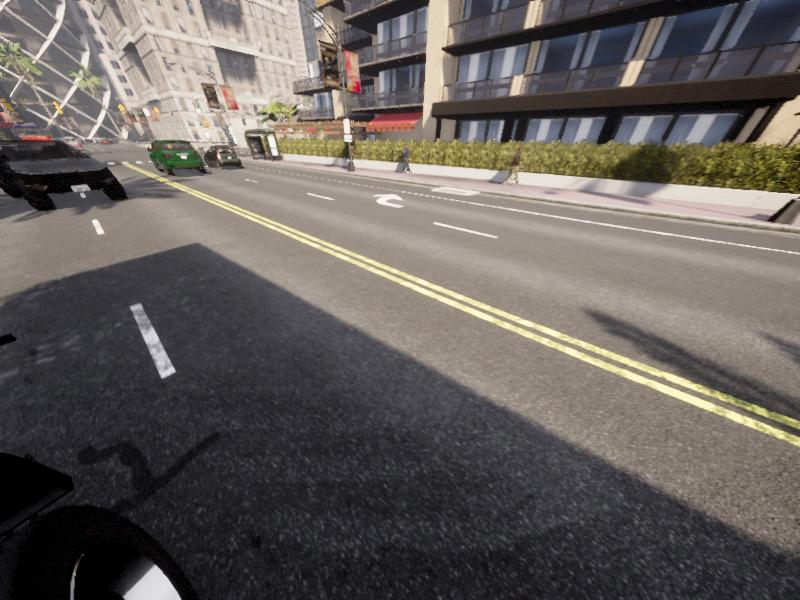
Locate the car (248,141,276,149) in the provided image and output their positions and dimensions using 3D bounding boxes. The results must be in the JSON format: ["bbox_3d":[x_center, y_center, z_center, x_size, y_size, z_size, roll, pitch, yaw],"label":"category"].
[{"bbox_3d":[-31.603,-35.529,52.941,1.882,1.535,5.008,25,42,31],"label":"car"}]

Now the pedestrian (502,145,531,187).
[{"bbox_3d":[6.125,-7.086,12.224,0.751,1.860,0.751,24,41,30],"label":"pedestrian"}]

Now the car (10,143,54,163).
[{"bbox_3d":[-37.543,-15.108,23.664,3.705,1.549,1.789,26,42,31],"label":"car"}]

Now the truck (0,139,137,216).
[{"bbox_3d":[-14.239,-5.192,9.343,6.274,2.098,2.390,18,39,23],"label":"truck"}]

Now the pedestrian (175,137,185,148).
[{"bbox_3d":[-49.510,-35.415,51.947,0.751,1.860,0.751,24,41,30],"label":"pedestrian"}]

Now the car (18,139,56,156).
[{"bbox_3d":[-50.084,-21.189,31.979,4.553,1.767,2.097,26,42,31],"label":"car"}]

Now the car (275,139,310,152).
[{"bbox_3d":[-20.572,-29.793,44.451,2.150,2.045,5.566,25,42,30],"label":"car"}]

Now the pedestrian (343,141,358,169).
[{"bbox_3d":[-4.047,-11.906,18.973,0.751,1.860,0.751,-28,44,-35],"label":"pedestrian"}]

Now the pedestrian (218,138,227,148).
[{"bbox_3d":[-40.066,-35.435,52.103,0.751,1.860,0.751,15,38,20],"label":"pedestrian"}]

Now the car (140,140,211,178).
[{"bbox_3d":[-16.360,-10.389,16.778,5.566,2.045,2.150,26,42,32],"label":"car"}]

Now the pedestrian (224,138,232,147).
[{"bbox_3d":[-40.952,-37.574,55.148,0.751,1.860,0.751,23,41,29],"label":"pedestrian"}]

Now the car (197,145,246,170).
[{"bbox_3d":[-15.572,-12.441,20.109,3.988,1.617,1.851,25,42,31],"label":"car"}]

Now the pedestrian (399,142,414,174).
[{"bbox_3d":[0.449,-9.929,16.209,0.751,1.860,0.751,24,41,30],"label":"pedestrian"}]

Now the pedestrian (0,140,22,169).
[{"bbox_3d":[-31.676,-11.556,18.365,0.751,1.860,0.751,-24,42,-31],"label":"pedestrian"}]

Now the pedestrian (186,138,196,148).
[{"bbox_3d":[-44.841,-33.665,49.510,0.751,1.860,0.751,16,38,21],"label":"pedestrian"}]

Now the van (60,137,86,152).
[{"bbox_3d":[-56.856,-27.097,40.163,4.442,1.987,1.775,25,42,31],"label":"van"}]

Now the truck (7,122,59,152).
[{"bbox_3d":[-60.471,-26.976,38.335,8.468,3.827,2.891,26,42,31],"label":"truck"}]

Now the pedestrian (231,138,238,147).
[{"bbox_3d":[-40.634,-38.652,56.693,0.751,1.860,0.751,25,42,31],"label":"pedestrian"}]

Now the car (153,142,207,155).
[{"bbox_3d":[-32.337,-22.473,34.240,5.366,1.575,1.801,-17,38,-23],"label":"car"}]
